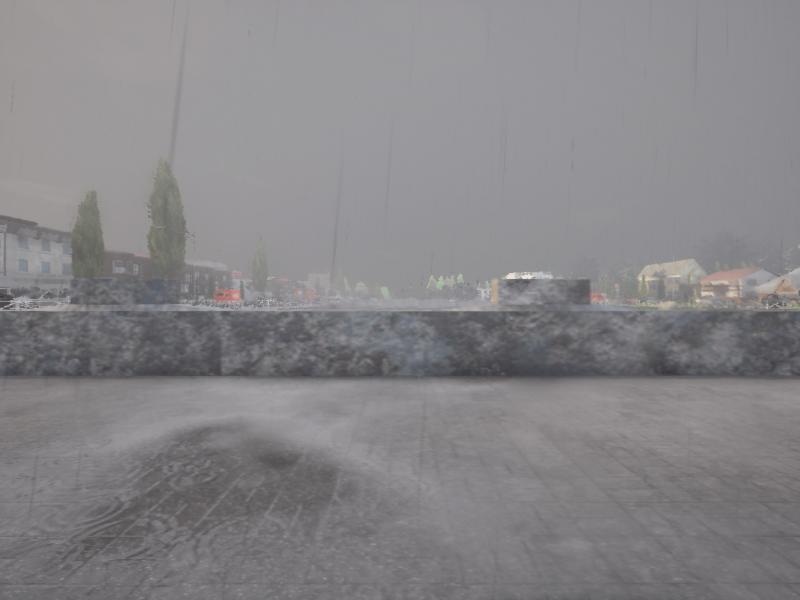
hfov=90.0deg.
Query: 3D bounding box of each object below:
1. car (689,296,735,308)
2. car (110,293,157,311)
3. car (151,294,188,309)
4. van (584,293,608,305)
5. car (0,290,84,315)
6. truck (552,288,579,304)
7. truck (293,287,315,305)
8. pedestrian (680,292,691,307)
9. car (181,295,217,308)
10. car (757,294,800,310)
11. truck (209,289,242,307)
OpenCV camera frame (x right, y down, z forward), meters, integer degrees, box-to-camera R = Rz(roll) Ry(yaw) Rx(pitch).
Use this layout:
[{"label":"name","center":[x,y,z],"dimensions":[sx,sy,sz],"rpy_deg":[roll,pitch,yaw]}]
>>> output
[{"label":"car","center":[39.915,0.242,51.421],"dimensions":[2.038,1.542,4.974],"rpy_deg":[0,0,0]},{"label":"car","center":[-25.742,0.179,38.813],"dimensions":[1.851,1.617,3.988],"rpy_deg":[0,0,0]},{"label":"car","center":[-25.744,0.178,44.868],"dimensions":[1.851,1.617,3.988],"rpy_deg":[0,0,0]},{"label":"van","center":[43.908,-0.210,89.958],"dimensions":[2.351,2.431,6.366],"rpy_deg":[0,0,0]},{"label":"car","center":[-25.728,0.171,28.683],"dimensions":[2.152,1.651,5.027],"rpy_deg":[0,0,0]},{"label":"truck","center":[39.900,-0.909,96.863],"dimensions":[2.891,3.827,8.468],"rpy_deg":[0,0,0]},{"label":"truck","center":[-21.763,-0.933,91.053],"dimensions":[2.891,3.827,8.468],"rpy_deg":[0,0,0]},{"label":"pedestrian","center":[35.367,-0.053,49.593],"dimensions":[0.751,1.860,0.751],"rpy_deg":[0,0,-17]},{"label":"car","center":[-25.746,0.161,51.513],"dimensions":[1.930,1.638,5.238],"rpy_deg":[0,0,0]},{"label":"car","center":[39.916,0.204,41.691],"dimensions":[1.851,1.617,3.988],"rpy_deg":[0,0,0]},{"label":"truck","center":[-25.750,-0.254,59.209],"dimensions":[2.627,2.467,5.204],"rpy_deg":[0,0,0]}]
